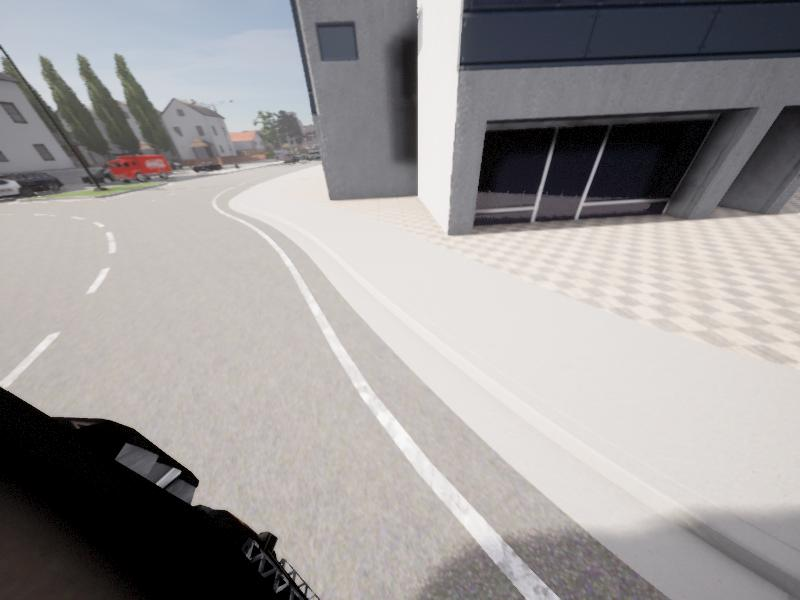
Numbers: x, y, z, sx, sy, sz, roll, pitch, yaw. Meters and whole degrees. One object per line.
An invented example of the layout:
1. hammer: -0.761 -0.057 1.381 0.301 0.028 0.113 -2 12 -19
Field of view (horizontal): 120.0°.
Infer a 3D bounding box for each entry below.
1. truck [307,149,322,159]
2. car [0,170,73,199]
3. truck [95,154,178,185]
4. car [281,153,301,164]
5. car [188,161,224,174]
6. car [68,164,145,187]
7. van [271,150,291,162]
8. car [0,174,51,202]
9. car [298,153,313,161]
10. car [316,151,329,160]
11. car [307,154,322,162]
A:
1. truck: -24.060 -41.223 65.308 2.390 2.098 6.274 -5 34 -2
2. car: -32.845 -10.027 19.933 2.033 1.649 4.856 3 34 9
3. truck: -28.721 -14.529 25.577 2.627 2.467 5.204 -2 33 2
4. car: -22.369 -29.224 47.686 2.242 1.667 4.611 -5 34 -2
5. car: -29.144 -20.083 34.928 1.895 1.301 4.718 -5 34 -2
6. car: -32.192 -13.937 25.696 1.930 1.638 5.238 -2 34 2
7. van: -31.745 -38.671 61.802 2.351 2.431 6.366 -5 34 -2
8. car: -30.114 -7.907 16.645 2.038 1.542 4.974 4 35 11
9. car: -23.243 -35.340 56.939 2.038 1.542 4.974 -5 34 -2
10. car: -20.065 -37.836 60.236 2.097 1.767 4.553 -5 34 -2
11. car: -19.270 -32.110 52.083 1.895 1.301 4.718 -5 34 -2
